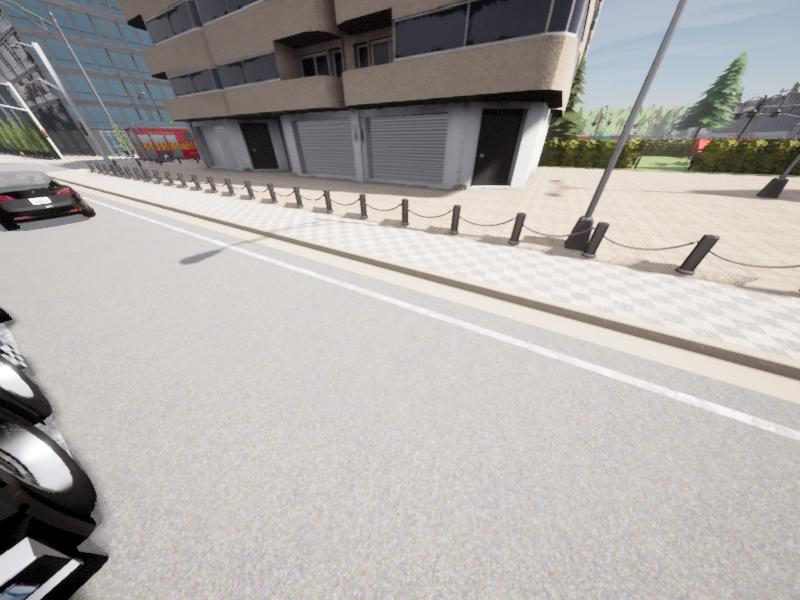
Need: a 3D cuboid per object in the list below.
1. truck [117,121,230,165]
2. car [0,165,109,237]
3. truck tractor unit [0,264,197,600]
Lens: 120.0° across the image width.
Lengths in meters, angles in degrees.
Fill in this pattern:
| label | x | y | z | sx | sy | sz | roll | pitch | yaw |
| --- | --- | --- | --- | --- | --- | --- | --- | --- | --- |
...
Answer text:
| label | x | y | z | sx | sy | sz | roll | pitch | yaw |
| --- | --- | --- | --- | --- | --- | --- | --- | --- | --- |
| truck | -26.634 | -18.968 | 28.017 | 2.891 | 3.827 | 8.468 | 18 | 39 | 25 |
| car | -13.083 | -3.670 | 8.082 | 4.792 | 1.488 | 2.163 | 18 | 39 | 24 |
| truck tractor unit | -5.108 | -0.305 | 0.777 | 6.516 | 4.208 | 3.053 | 18 | 39 | 24 |
